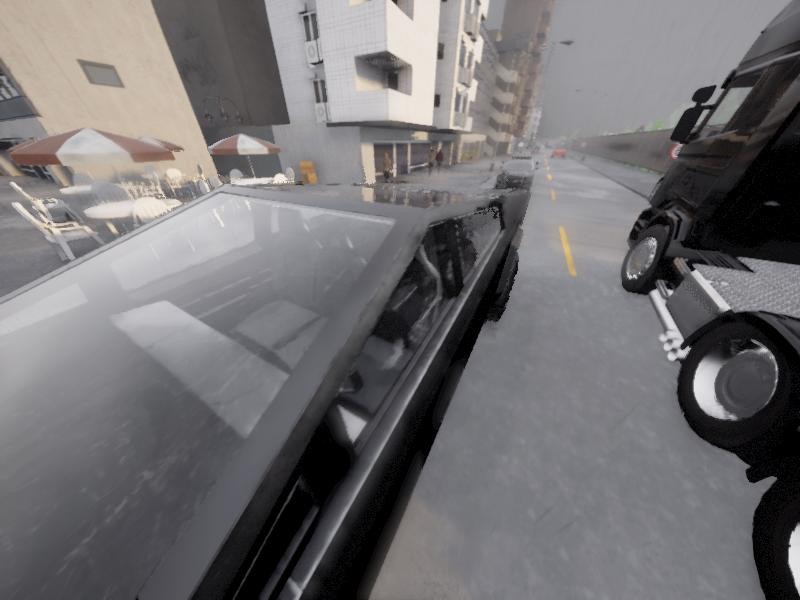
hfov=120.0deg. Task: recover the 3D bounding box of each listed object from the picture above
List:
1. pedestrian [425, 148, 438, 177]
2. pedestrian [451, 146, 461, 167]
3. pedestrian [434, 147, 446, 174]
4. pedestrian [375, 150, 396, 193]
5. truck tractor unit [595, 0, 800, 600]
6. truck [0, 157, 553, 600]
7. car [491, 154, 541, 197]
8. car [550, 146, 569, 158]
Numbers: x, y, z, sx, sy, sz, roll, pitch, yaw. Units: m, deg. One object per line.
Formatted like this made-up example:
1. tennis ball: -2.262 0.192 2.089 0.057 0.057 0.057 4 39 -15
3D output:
1. pedestrian: 2.386 -10.444 17.579 0.751 1.860 0.751 9 35 14
2. pedestrian: 6.017 -15.487 24.944 0.751 1.860 0.751 10 36 14
3. pedestrian: 3.385 -11.793 19.542 0.751 1.860 0.751 8 35 12
4. pedestrian: -0.731 -6.701 12.042 0.751 1.860 0.751 13 36 18
5. truck tractor unit: 4.398 -0.702 1.376 3.053 4.208 6.516 18 38 24
6. truck: -0.336 0.033 2.240 2.390 2.098 6.274 18 38 25
7. car: 6.994 -7.563 13.699 1.930 1.638 5.238 16 38 22
8. car: 28.250 -26.281 40.934 2.097 1.767 4.553 16 37 22
